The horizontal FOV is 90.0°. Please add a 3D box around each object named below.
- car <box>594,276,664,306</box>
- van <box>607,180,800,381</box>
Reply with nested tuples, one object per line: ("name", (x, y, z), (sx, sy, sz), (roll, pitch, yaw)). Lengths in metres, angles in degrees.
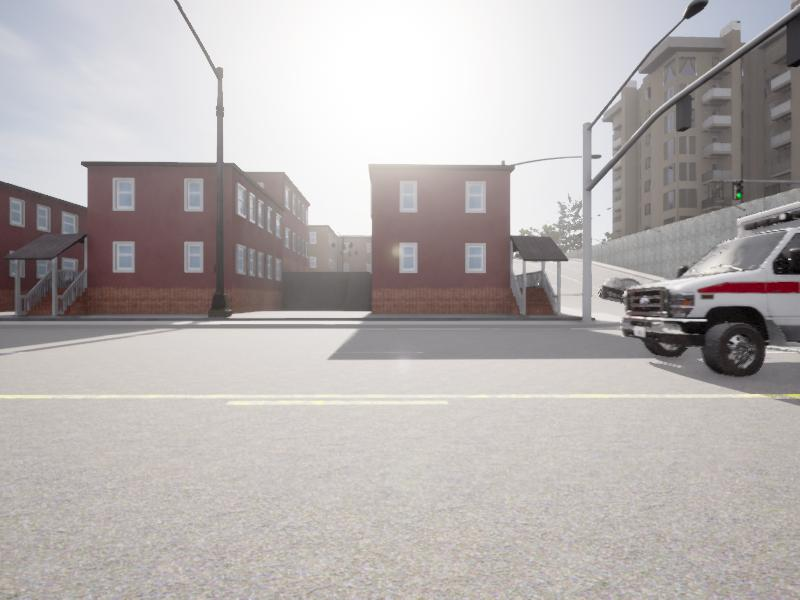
("car", (16.081, -0.723, 28.450), (2.033, 1.649, 4.856), (0, 7, 0))
("van", (6.826, -0.222, 5.798), (6.366, 2.431, 2.351), (0, -1, 6))
